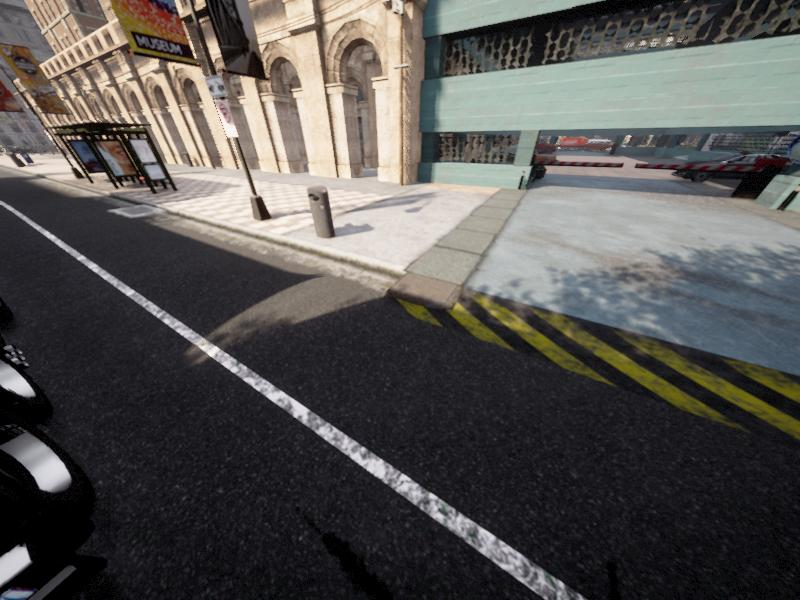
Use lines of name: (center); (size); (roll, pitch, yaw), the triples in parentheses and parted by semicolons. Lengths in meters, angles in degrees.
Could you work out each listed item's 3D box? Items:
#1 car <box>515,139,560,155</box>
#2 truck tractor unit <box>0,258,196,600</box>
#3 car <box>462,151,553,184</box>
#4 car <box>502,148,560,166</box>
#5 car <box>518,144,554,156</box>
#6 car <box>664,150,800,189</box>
car: (21.451, -23.979, 36.122); (5.566, 2.045, 2.435); (18, 39, 24)
truck tractor unit: (-5.099, -0.314, 0.789); (6.516, 4.208, 3.053); (19, 39, 24)
car: (6.776, -8.587, 14.814); (4.786, 1.482, 2.161); (18, 39, 24)
car: (12.932, -14.195, 22.901); (4.718, 1.301, 1.895); (18, 39, 24)
car: (21.402, -23.674, 36.369); (4.514, 1.523, 2.007); (18, 39, 24)
car: (18.874, -7.398, 12.932); (4.902, 1.511, 2.128); (18, 39, 24)
